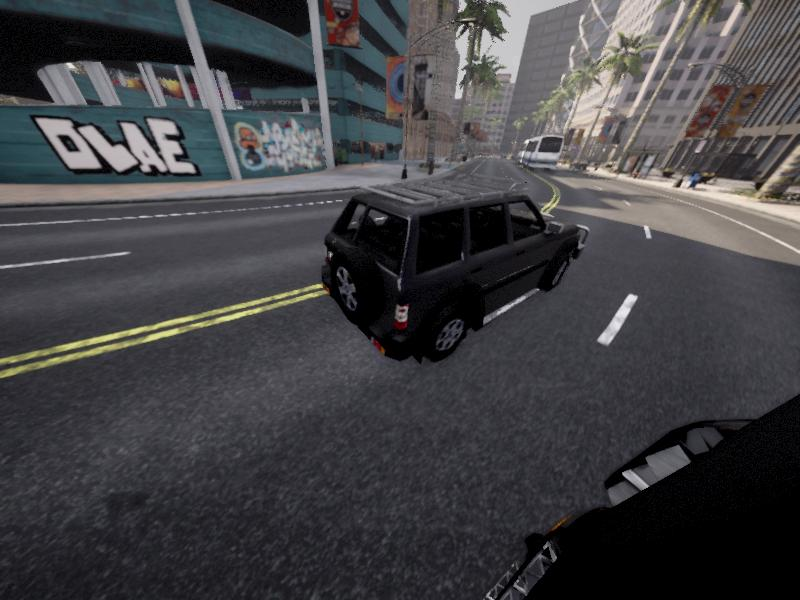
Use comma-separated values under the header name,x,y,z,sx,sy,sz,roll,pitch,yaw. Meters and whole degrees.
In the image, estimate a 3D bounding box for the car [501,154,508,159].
name,x,y,z,sx,sy,sz,roll,pitch,yaw
car,36.485,-50.264,80.832,1.994,1.385,4.181,13,35,15

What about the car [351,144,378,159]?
name,x,y,z,sx,sy,sz,roll,pitch,yaw
car,-6.057,-26.103,40.573,2.435,2.045,5.566,13,35,15

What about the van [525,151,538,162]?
name,x,y,z,sx,sy,sz,roll,pitch,yaw
van,38.400,-42.126,67.651,1.988,2.561,5.915,13,35,15

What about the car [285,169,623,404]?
name,x,y,z,sx,sy,sz,roll,pitch,yaw
car,1.108,-0.877,3.644,4.605,1.855,1.932,-21,41,-31

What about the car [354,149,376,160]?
name,x,y,z,sx,sy,sz,roll,pitch,yaw
car,-6.053,-25.807,40.836,2.007,1.523,4.514,13,35,15

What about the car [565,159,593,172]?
name,x,y,z,sx,sy,sz,roll,pitch,yaw
car,29.346,-22.231,38.044,2.231,1.521,4.892,13,35,15

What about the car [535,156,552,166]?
name,x,y,z,sx,sy,sz,roll,pitch,yaw
car,31.197,-30.408,50.472,2.038,1.542,4.974,13,35,14

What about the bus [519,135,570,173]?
name,x,y,z,sx,sy,sz,roll,pitch,yaw
bus,21.831,-22.787,35.907,3.944,4.253,10.273,12,35,14

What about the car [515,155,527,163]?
name,x,y,z,sx,sy,sz,roll,pitch,yaw
car,31.687,-37.067,60.697,2.152,1.651,5.027,13,35,15

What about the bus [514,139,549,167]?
name,x,y,z,sx,sy,sz,roll,pitch,yaw
bus,26.285,-29.865,46.855,3.944,4.253,10.273,13,35,15
